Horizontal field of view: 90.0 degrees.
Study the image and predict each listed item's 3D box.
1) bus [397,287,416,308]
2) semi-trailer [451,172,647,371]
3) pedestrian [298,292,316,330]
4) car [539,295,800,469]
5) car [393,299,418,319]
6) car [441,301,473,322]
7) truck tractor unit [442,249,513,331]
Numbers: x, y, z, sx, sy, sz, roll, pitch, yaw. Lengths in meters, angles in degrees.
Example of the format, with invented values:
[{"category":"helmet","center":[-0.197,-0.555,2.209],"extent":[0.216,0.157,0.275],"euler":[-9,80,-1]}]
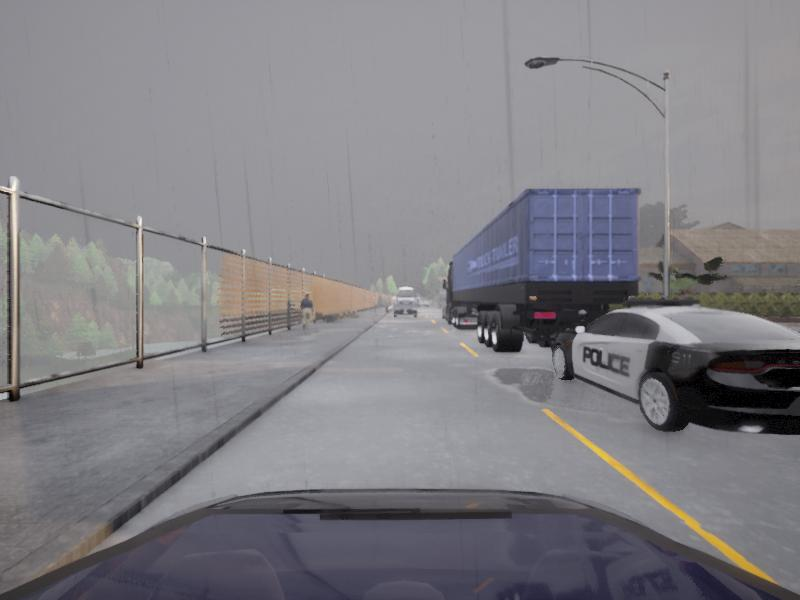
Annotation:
[{"category":"bus","center":[1.384,-0.540,85.859],"extent":[3.944,4.253,10.273],"euler":[0,0,1]},{"category":"semi-trailer","center":[4.207,-0.620,15.992],"extent":[2.717,4.402,14.254],"euler":[0,0,1]},{"category":"pedestrian","center":[-4.581,0.531,19.685],"extent":[0.751,1.860,0.751],"euler":[0,0,-3]},{"category":"car","center":[4.058,0.784,6.389],"extent":[1.930,1.638,5.238],"euler":[0,0,1]},{"category":"car","center":[0.522,0.777,36.954],"extent":[2.152,1.651,5.027],"euler":[0,0,1]},{"category":"car","center":[4.442,0.821,31.686],"extent":[1.882,1.535,5.008],"euler":[0,0,1]},{"category":"truck tractor unit","center":[4.323,-0.516,23.904],"extent":[3.053,4.208,6.516],"euler":[0,0,1]}]
